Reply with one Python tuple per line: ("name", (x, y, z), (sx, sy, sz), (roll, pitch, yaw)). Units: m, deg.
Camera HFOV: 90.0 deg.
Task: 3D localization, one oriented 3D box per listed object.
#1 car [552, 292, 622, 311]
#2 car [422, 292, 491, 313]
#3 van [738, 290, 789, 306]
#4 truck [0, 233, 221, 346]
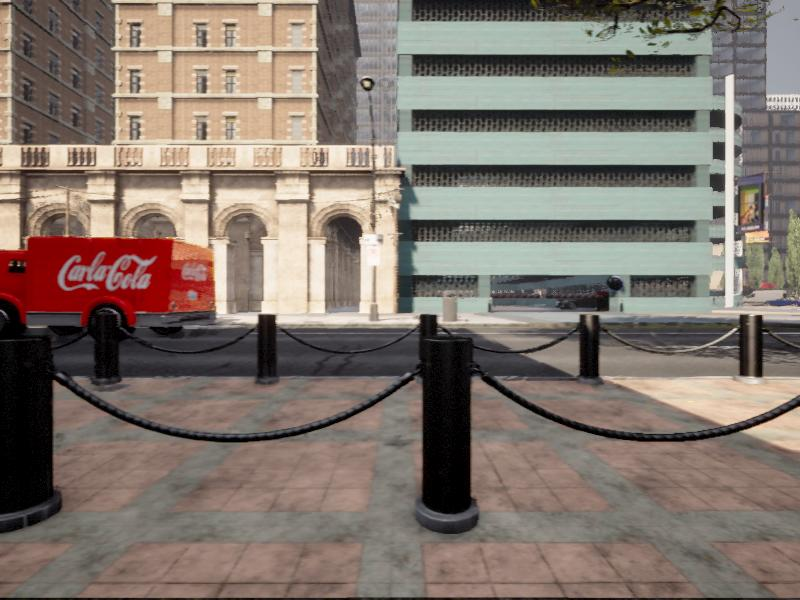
("car", (15.668, 0.123, 33.653), (4.902, 1.511, 2.128), (0, 0, 0))
("car", (4.083, 0.158, 29.518), (4.786, 1.482, 2.161), (0, 0, 0))
("van", (60.907, -0.276, 67.151), (1.988, 2.561, 5.915), (0, 0, -28))
("truck", (-7.746, -0.239, 10.168), (5.204, 2.467, 2.627), (1, 0, 0))
